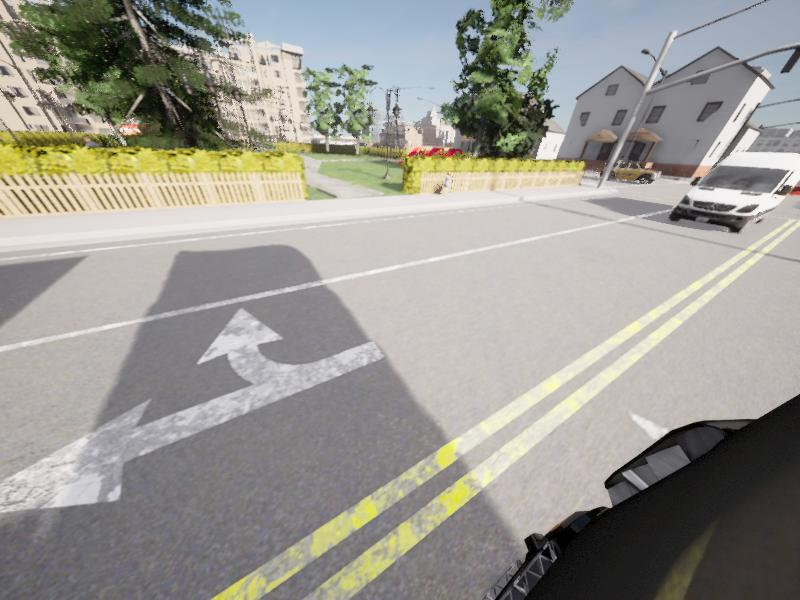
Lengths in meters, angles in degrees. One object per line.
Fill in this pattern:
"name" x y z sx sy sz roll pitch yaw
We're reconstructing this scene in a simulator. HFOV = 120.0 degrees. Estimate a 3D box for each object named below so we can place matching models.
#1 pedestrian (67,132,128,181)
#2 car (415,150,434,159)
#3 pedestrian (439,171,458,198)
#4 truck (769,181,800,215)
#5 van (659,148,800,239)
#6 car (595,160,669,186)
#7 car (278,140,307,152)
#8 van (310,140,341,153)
"pedestrian" -14.013 -6.640 10.783 0.751 1.860 0.751 4 34 2
"car" 5.626 -33.895 53.671 1.812 1.442 4.674 -15 38 -25
"pedestrian" 2.318 -5.537 11.060 0.500 1.100 0.500 -15 38 -24
"truck" 46.256 -11.722 26.797 5.204 2.467 2.627 -3 31 -33
"van" 13.662 -4.399 9.245 5.915 2.561 1.988 -16 38 -25
"car" 23.043 -12.818 23.131 1.932 1.855 4.605 -23 41 -31
"car" -24.731 -35.534 53.250 5.566 2.045 2.150 -14 37 -25
"van" -18.098 -37.454 56.291 6.366 2.431 2.351 -15 38 -25
